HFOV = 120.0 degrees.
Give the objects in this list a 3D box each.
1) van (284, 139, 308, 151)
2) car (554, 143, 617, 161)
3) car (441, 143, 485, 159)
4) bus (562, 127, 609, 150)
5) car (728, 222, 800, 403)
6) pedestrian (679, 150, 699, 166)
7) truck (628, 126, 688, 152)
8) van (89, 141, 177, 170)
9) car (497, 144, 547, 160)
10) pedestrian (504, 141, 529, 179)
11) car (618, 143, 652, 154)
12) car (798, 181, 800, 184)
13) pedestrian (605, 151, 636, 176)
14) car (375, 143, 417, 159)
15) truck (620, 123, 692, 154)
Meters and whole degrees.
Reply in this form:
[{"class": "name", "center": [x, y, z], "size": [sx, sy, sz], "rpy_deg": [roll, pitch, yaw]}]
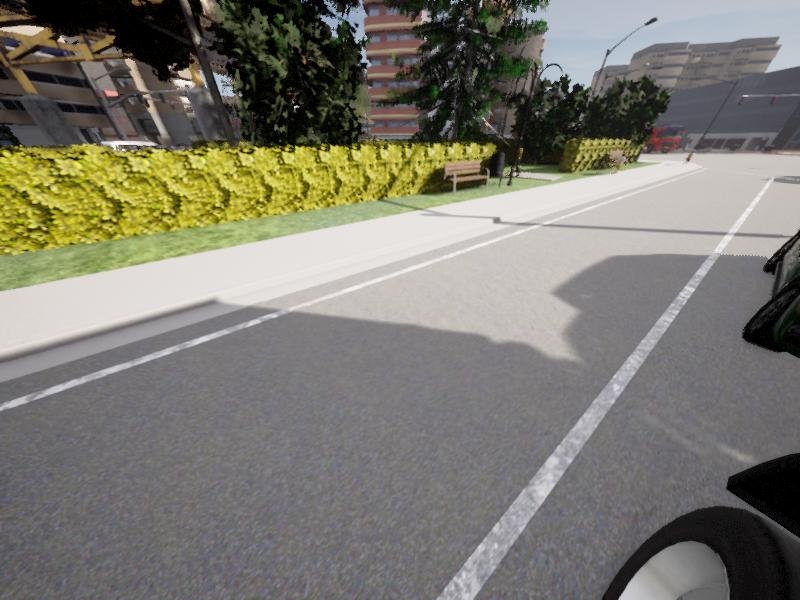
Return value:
[{"class": "van", "center": [-21.440, -32.171, 47.934], "size": [2.069, 2.038, 4.480], "rpy_deg": [6, 36, 9]}, {"class": "car", "center": [21.507, -17.430, 27.074], "size": [5.027, 1.651, 2.152], "rpy_deg": [6, 36, 9]}, {"class": "car", "center": [7.863, -18.869, 29.215], "size": [5.027, 1.651, 2.152], "rpy_deg": [6, 36, 9]}, {"class": "bus", "center": [45.902, -40.238, 57.759], "size": [3.944, 4.253, 10.273], "rpy_deg": [4, 35, 5]}, {"class": "car", "center": [6.723, -0.397, 2.701], "size": [5.566, 2.045, 2.150], "rpy_deg": [-21, 40, -28]}, {"class": "pedestrian", "center": [24.272, -11.923, 19.389], "size": [0.500, 1.100, 0.500], "rpy_deg": [-17, 38, -22]}, {"class": "truck", "center": [50.429, -31.786, 45.758], "size": [2.891, 3.827, 8.468], "rpy_deg": [6, 35, 8]}, {"class": "van", "center": [-23.905, -13.233, 21.067], "size": [2.069, 2.038, 4.480], "rpy_deg": [6, 34, 9]}, {"class": "car", "center": [14.694, -18.092, 28.185], "size": [4.792, 1.488, 2.163], "rpy_deg": [6, 36, 9]}, {"class": "pedestrian", "center": [6.950, -8.354, 13.800], "size": [0.751, 1.860, 0.751], "rpy_deg": [21, 40, 27]}, {"class": "car", "center": [37.757, -24.496, 37.268], "size": [1.970, 1.475, 3.806], "rpy_deg": [6, 35, 9]}, {"class": "car", "center": [25.036, -7.479, 13.063], "size": [4.674, 1.442, 1.812], "rpy_deg": [-20, 40, -25]}, {"class": "pedestrian", "center": [14.022, -8.720, 14.752], "size": [0.751, 1.300, 0.751], "rpy_deg": [-16, 38, -20]}, {"class": "car", "center": [-0.479, -19.755, 30.532], "size": [5.027, 1.651, 2.152], "rpy_deg": [6, 36, 9]}, {"class": "truck", "center": [41.656, -26.610, 38.255], "size": [2.891, 3.827, 8.468], "rpy_deg": [6, 35, 8]}]
